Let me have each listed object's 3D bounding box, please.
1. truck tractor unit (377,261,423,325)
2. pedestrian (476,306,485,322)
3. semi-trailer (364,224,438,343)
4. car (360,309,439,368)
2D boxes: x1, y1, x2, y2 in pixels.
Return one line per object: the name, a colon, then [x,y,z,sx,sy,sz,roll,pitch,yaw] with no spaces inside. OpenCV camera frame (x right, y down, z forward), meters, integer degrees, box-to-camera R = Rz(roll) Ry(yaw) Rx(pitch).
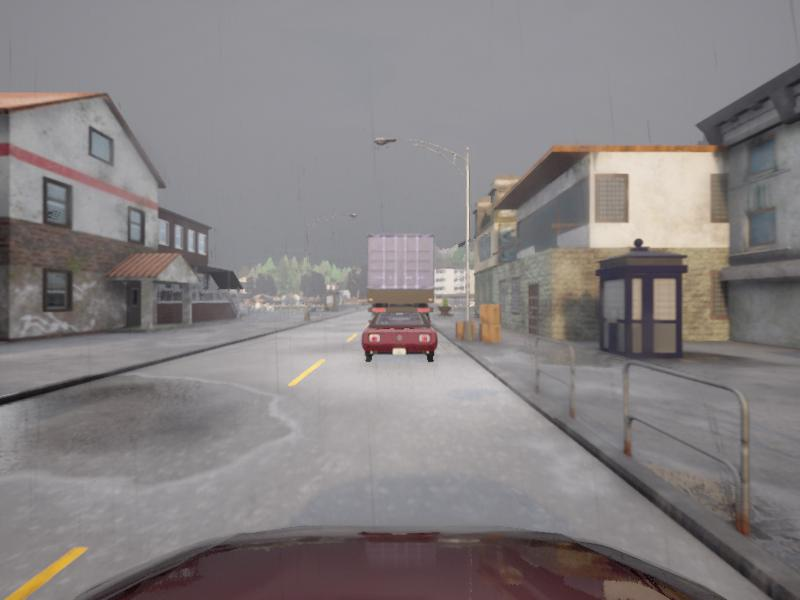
truck tractor unit: [-0.025,-0.439,29.817,3.053,4.208,6.516,0,0,0]
pedestrian: [5.758,0.969,28.571,0.500,1.100,0.500,0,0,25]
semi-trailer: [0.002,-0.576,21.897,2.717,4.402,14.254,0,0,0]
car: [-0.011,0.967,11.911,1.895,1.301,4.718,0,0,0]
